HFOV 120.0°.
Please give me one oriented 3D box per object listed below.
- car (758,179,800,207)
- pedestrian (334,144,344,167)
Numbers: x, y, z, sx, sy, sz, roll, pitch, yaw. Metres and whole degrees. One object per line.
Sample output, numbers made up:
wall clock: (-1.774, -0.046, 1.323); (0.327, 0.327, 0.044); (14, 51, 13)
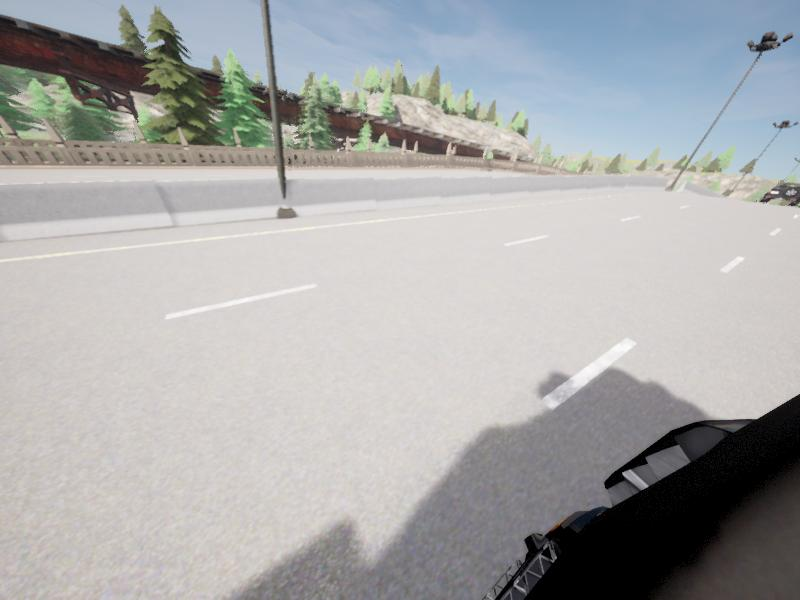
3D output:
car: (35.587, -9.776, 21.251); (4.605, 1.855, 1.932); (-12, 36, -29)
pedestrian: (-6.222, -14.685, 23.505); (0.751, 1.860, 0.751); (-10, 35, -30)
